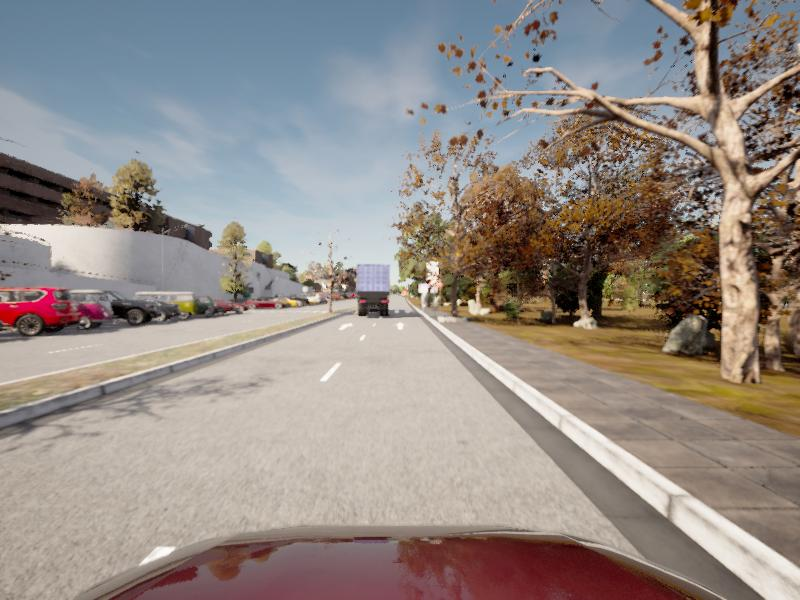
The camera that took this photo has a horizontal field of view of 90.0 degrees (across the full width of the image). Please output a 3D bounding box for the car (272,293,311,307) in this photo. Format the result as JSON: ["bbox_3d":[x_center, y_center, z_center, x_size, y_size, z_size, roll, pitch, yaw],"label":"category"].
[{"bbox_3d":[-16.800,0.026,61.721,5.566,2.045,2.435,-1,0,-20],"label":"car"}]

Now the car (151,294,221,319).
[{"bbox_3d":[-16.819,0.472,31.711,4.553,1.767,2.185,-1,1,-20],"label":"car"}]

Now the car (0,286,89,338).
[{"bbox_3d":[-16.888,0.498,16.771,5.566,2.045,2.435,-1,1,-20],"label":"car"}]

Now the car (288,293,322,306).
[{"bbox_3d":[-16.843,-0.125,70.700,5.566,2.045,2.435,-1,1,-20],"label":"car"}]

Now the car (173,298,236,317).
[{"bbox_3d":[-16.840,0.608,34.685,4.674,1.452,2.002,-1,1,-20],"label":"car"}]

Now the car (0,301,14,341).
[{"bbox_3d":[-16.857,0.813,13.803,4.674,1.452,2.002,-1,1,-20],"label":"car"}]

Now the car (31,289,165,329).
[{"bbox_3d":[-16.832,0.437,22.767,5.566,2.045,2.435,-1,0,-20],"label":"car"}]

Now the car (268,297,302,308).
[{"bbox_3d":[-16.829,0.355,58.705,4.674,1.452,2.002,-1,0,-20],"label":"car"}]

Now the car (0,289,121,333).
[{"bbox_3d":[-16.751,0.492,19.815,4.442,1.987,1.878,-1,0,-20],"label":"car"}]

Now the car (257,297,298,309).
[{"bbox_3d":[-16.999,0.351,55.632,5.366,1.575,1.946,-1,1,-20],"label":"car"}]

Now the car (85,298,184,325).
[{"bbox_3d":[-16.845,0.660,25.738,4.892,1.521,2.231,-1,1,-20],"label":"car"}]

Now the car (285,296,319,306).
[{"bbox_3d":[-16.645,0.174,67.777,5.366,1.575,1.946,-1,1,-20],"label":"car"}]

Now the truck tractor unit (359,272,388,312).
[{"bbox_3d":[-2.888,-0.893,45.441,3.053,4.208,6.516,0,1,-1],"label":"truck tractor unit"}]

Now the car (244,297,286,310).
[{"bbox_3d":[-16.806,0.444,49.709,4.792,1.488,2.163,-1,0,-20],"label":"car"}]

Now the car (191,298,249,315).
[{"bbox_3d":[-16.816,0.566,37.704,4.792,1.488,2.163,-1,0,-20],"label":"car"}]

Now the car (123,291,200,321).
[{"bbox_3d":[-16.961,0.405,28.676,4.442,1.987,1.878,-1,1,-20],"label":"car"}]

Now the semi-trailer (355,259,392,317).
[{"bbox_3d":[-2.457,-0.925,37.541,2.717,4.402,14.254,0,0,-4],"label":"semi-trailer"}]
